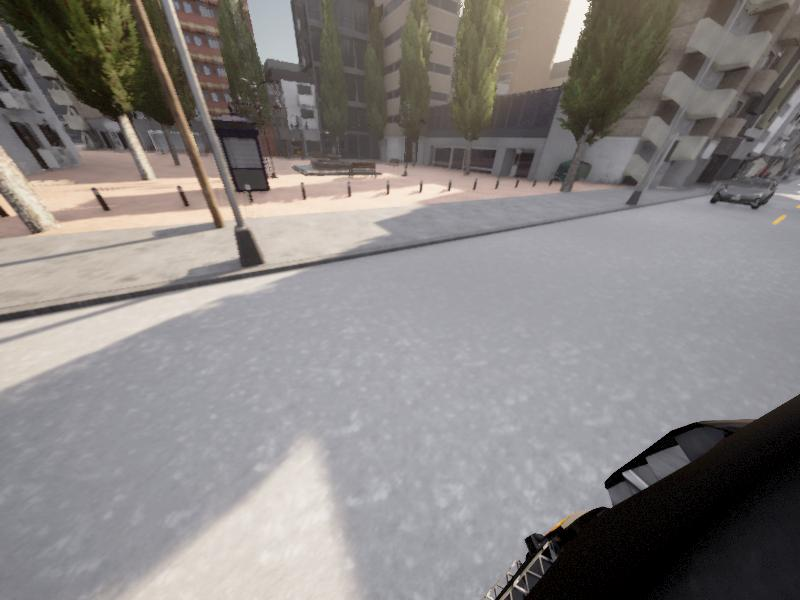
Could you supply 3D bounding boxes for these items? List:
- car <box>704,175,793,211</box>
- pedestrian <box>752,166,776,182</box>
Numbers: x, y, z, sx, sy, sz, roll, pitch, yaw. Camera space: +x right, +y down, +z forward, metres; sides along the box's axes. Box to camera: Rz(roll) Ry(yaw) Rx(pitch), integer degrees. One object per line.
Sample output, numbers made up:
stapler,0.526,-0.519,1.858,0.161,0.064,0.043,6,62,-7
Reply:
car,21.092,-6.597,13.993,4.514,1.525,2.007,-16,38,-26
pedestrian,48.052,-16.635,30.498,0.751,1.860,0.751,-14,37,-23
